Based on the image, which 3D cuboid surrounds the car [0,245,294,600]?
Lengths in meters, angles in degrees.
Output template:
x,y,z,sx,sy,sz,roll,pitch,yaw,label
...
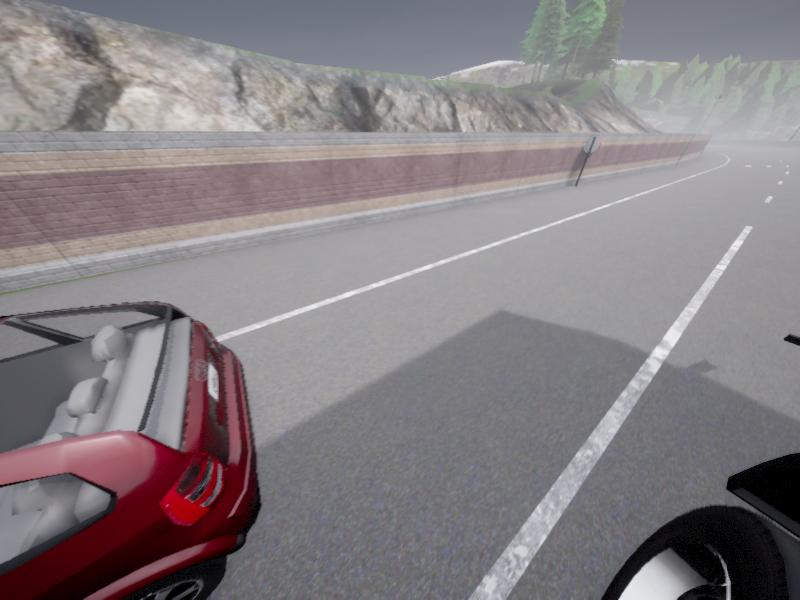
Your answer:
x,y,z,sx,sy,sz,roll,pitch,yaw,label
-2.745,1.226,0.847,3.705,1.549,1.789,-22,40,-27,car
